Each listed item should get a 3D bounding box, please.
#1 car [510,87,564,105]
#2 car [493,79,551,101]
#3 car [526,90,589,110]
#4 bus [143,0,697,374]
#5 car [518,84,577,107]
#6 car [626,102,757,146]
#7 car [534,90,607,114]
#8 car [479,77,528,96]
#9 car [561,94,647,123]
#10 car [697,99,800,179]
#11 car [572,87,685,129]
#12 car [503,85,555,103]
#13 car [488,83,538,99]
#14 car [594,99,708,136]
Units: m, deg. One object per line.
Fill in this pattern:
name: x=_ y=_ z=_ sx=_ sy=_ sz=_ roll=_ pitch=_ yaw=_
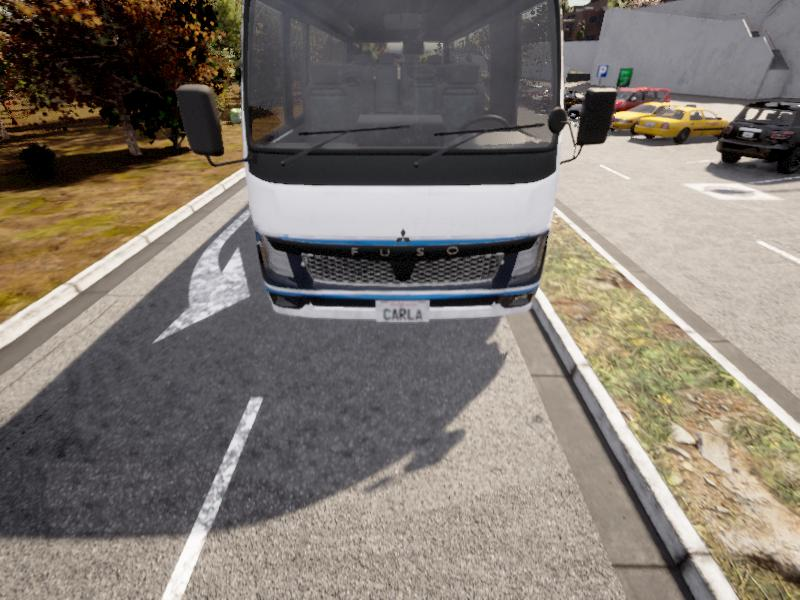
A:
car: x=13.658 y=-20.404 z=39.942 sx=4.674 sy=1.452 sz=2.002 roll=-10 pitch=32 yaw=-18
car: x=13.665 y=-23.684 z=45.003 sx=5.566 sy=2.045 sz=2.435 roll=-10 pitch=32 yaw=-18
car: x=13.677 y=-17.408 z=34.744 sx=4.674 sy=1.452 sz=2.002 roll=-10 pitch=32 yaw=-18
bus: x=0.107 y=-3.583 z=7.949 sx=3.944 sy=4.253 sz=10.273 roll=0 pitch=30 yaw=0
car: x=13.697 y=-19.055 z=37.270 sx=4.553 sy=1.767 sz=2.185 roll=-10 pitch=32 yaw=-18
car: x=13.904 y=-8.504 z=19.172 sx=5.366 sy=1.575 sz=1.946 roll=-10 pitch=31 yaw=-18
car: x=13.676 y=-15.948 z=32.122 sx=5.008 sy=1.535 sz=2.097 roll=-10 pitch=31 yaw=-18
car: x=13.585 y=-28.226 z=52.750 sx=5.566 sy=2.045 sz=2.435 roll=-10 pitch=33 yaw=-18
car: x=13.676 y=-12.928 z=26.918 sx=4.792 sy=1.488 sz=2.163 roll=-10 pitch=32 yaw=-18
car: x=13.777 y=-5.692 z=13.807 sx=5.566 sy=2.045 sz=2.435 roll=-10 pitch=31 yaw=-18
car: x=13.691 y=-11.674 z=24.174 sx=5.566 sy=2.045 sz=2.435 roll=-10 pitch=32 yaw=-18
car: x=13.671 y=-21.934 z=42.552 sx=4.792 sy=1.488 sz=2.163 roll=-10 pitch=32 yaw=-18
car: x=13.455 y=-24.949 z=47.653 sx=5.366 sy=1.575 sz=1.946 roll=-10 pitch=32 yaw=-18
car: x=13.547 y=-9.939 z=21.651 sx=5.366 sy=1.575 sz=1.946 roll=-10 pitch=32 yaw=-18
